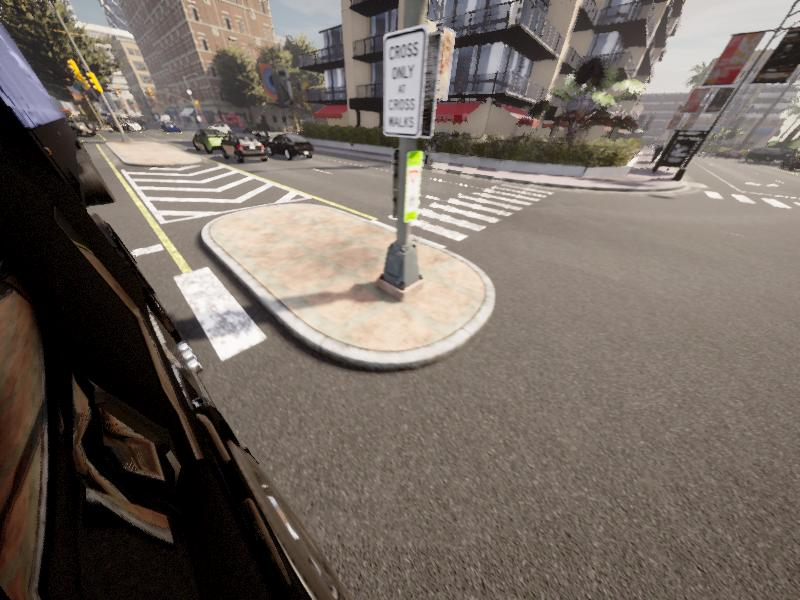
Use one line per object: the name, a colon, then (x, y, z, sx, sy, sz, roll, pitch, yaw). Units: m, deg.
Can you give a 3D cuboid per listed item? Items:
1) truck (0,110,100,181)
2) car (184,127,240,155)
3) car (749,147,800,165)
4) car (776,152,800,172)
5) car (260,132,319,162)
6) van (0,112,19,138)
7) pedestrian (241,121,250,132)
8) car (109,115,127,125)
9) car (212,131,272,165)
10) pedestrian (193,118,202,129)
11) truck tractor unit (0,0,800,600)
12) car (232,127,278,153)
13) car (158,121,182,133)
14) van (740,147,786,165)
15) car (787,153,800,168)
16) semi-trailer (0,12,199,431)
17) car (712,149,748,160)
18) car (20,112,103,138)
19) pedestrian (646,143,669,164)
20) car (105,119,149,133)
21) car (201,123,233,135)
truck: (-16.149, -7.103, 10.351, 6.274, 2.098, 2.390, 30, 44, 31)
car: (-14.883, -12.607, 18.290, 4.514, 1.525, 2.007, 30, 45, 32)
car: (62.025, -23.949, 38.217, 2.150, 2.045, 5.566, 19, 39, 20)
car: (47.131, -15.995, 26.869, 2.242, 1.667, 4.611, 30, 45, 31)
car: (-8.427, -11.698, 17.532, 4.892, 1.490, 1.837, 30, 44, 31)
van: (-38.203, -14.987, 19.161, 2.351, 2.431, 6.366, 30, 44, 31)
pedestrian: (-32.512, -36.575, 48.647, 0.751, 1.860, 0.751, 30, 44, 31)
car: (-68.515, -43.720, 56.089, 4.605, 1.855, 1.932, 30, 44, 31)
car: (-10.315, -9.981, 15.054, 3.705, 1.549, 1.789, 30, 45, 31)
pedestrian: (-45.335, -39.575, 51.807, 0.751, 1.860, 0.751, 31, 45, 32)
truck tractor unit: (-2.645, -0.295, 0.351, 6.516, 4.208, 3.053, 28, 44, 30)
car: (-13.099, -14.445, 20.804, 3.988, 1.617, 1.851, 30, 44, 31)
car: (-39.042, -29.369, 39.170, 3.806, 1.475, 1.970, 30, 44, 31)
van: (56.263, -22.526, 35.966, 1.775, 1.987, 4.442, 21, 40, 23)
car: (55.926, -18.707, 31.133, 2.152, 1.651, 5.027, 27, 43, 28)
semi-trailer: (-8.558, -3.699, 4.358, 14.254, 4.402, 2.717, 30, 44, 31)
car: (61.063, -27.084, 42.895, 1.994, 1.385, 4.181, 16, 39, 17)
car: (-36.084, -18.758, 24.824, 4.605, 1.855, 1.932, -1, 37, -7)
pedestrian: (26.965, -15.340, 24.184, 0.751, 1.860, 0.751, -29, 47, -35)
car: (-40.588, -26.068, 34.596, 2.038, 1.542, 4.974, -9, 38, -15)
car: (-30.708, -28.765, 38.876, 1.845, 1.501, 3.633, 30, 44, 31)
